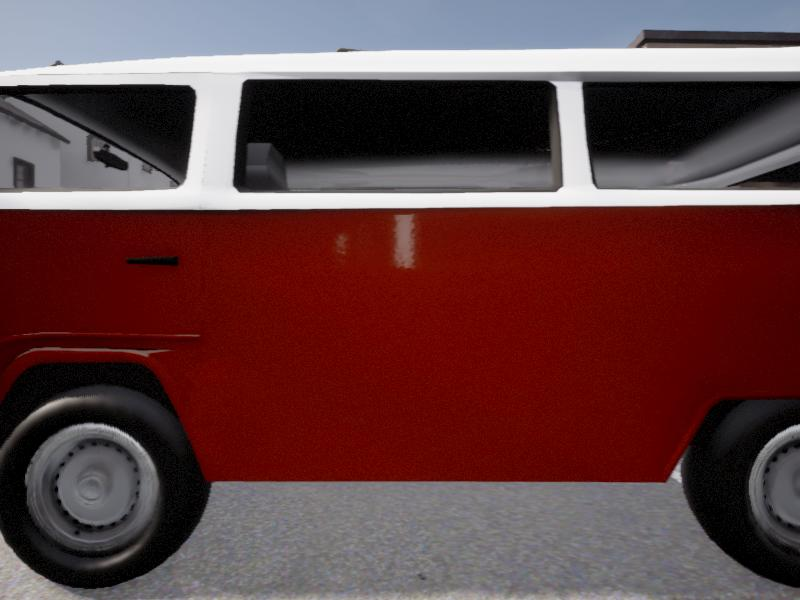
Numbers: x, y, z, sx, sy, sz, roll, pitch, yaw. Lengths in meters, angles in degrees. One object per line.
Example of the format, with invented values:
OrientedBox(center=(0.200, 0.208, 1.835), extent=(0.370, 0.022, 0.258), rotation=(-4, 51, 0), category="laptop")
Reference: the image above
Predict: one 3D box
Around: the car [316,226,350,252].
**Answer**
OrientedBox(center=(-4.890, -4.556, 29.632), extent=(1.816, 1.474, 4.193), rotation=(0, 14, -1), category="car")

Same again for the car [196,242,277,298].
OrientedBox(center=(-8.232, -1.736, 20.824), extent=(2.033, 1.411, 5.357), rotation=(0, 21, -1), category="car")

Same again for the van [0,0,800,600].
OrientedBox(center=(0.120, -0.026, 2.182), extent=(4.480, 2.038, 2.069), rotation=(0, 0, 0), category="van")
